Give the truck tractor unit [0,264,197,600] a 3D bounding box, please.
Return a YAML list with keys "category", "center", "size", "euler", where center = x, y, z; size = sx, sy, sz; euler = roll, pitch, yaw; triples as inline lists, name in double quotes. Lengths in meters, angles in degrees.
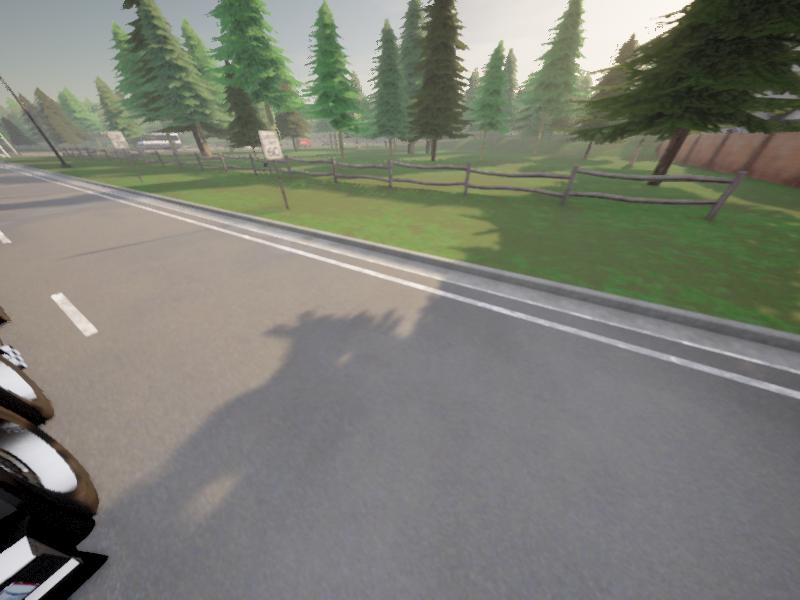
- category: "truck tractor unit"
  center: [-5.116, -0.297, 0.782]
  size: [6.516, 4.208, 3.053]
  euler: [18, 39, 24]
